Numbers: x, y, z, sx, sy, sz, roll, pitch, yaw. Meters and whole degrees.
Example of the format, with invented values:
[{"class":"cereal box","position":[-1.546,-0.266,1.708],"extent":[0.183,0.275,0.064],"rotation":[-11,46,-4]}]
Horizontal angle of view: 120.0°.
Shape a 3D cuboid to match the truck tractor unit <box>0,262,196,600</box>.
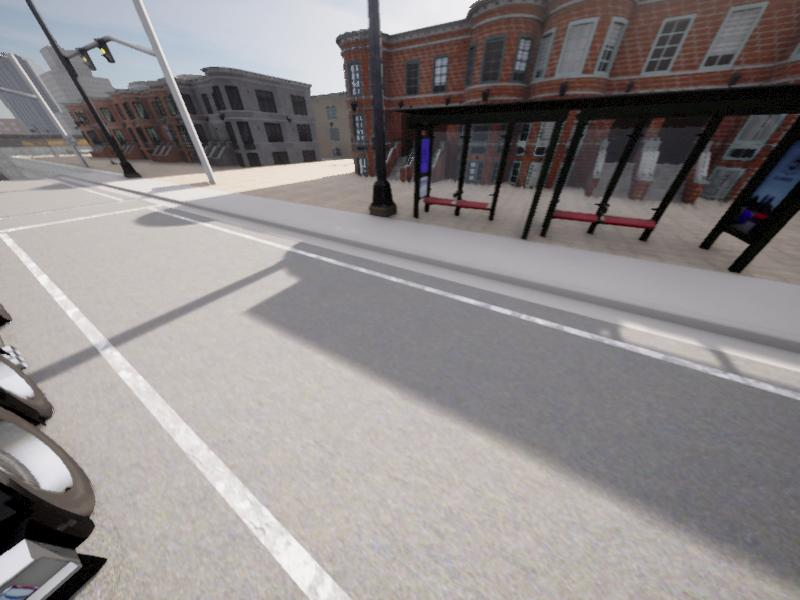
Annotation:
[{"class":"truck tractor unit","position":[-5.108,-0.303,0.788],"extent":[6.516,4.208,3.053],"rotation":[18,39,24]}]
